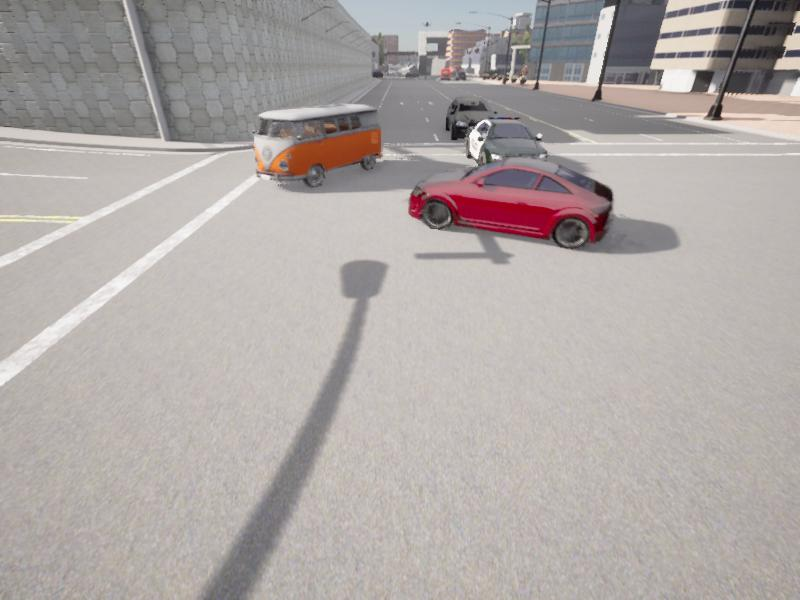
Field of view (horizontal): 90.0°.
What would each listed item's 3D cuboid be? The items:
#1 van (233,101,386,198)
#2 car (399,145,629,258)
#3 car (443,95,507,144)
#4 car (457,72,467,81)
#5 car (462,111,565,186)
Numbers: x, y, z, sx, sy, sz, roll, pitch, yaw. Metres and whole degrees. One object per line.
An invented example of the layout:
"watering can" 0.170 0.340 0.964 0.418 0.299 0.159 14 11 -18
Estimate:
"van" -2.433 -4.759 12.154 1.775 1.987 4.442 19 35 27
"car" 2.301 -2.257 8.491 4.181 1.385 1.994 13 33 21
"car" 3.501 -8.963 19.635 2.242 1.667 4.611 0 31 0
"car" 14.034 -50.782 90.872 1.905 1.878 3.866 2 30 3
"car" 3.501 -5.277 13.489 2.038 1.542 4.974 0 30 0
